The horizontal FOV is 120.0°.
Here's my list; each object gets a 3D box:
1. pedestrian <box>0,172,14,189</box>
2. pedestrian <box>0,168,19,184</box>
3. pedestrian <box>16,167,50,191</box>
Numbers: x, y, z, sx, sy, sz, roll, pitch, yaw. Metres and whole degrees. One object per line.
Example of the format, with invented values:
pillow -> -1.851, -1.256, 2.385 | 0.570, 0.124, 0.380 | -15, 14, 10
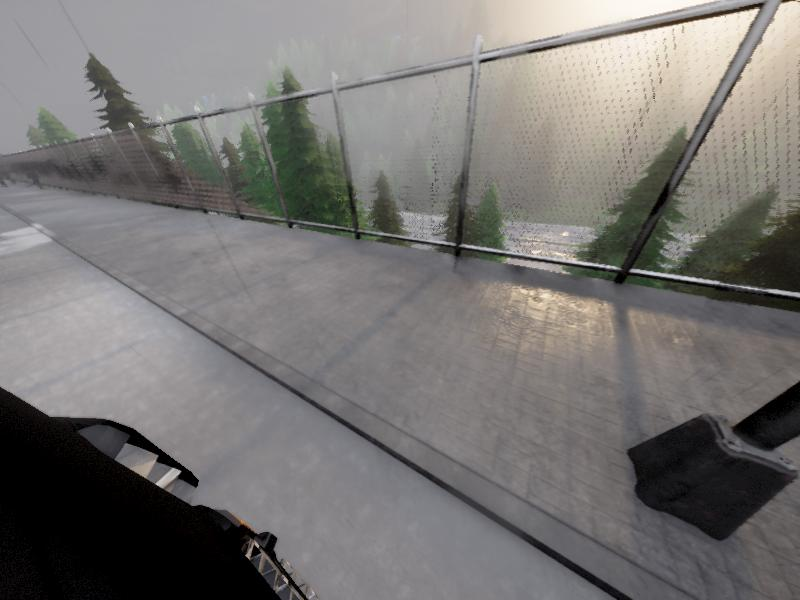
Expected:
pedestrian -> -43.486, -13.164, 25.055 | 0.751, 1.860, 0.751 | 24, 42, 35
pedestrian -> -51.664, -16.313, 30.392 | 0.751, 1.860, 0.751 | 17, 39, 27
pedestrian -> -33.491, -11.052, 21.120 | 0.751, 1.860, 0.751 | 14, 37, 24
